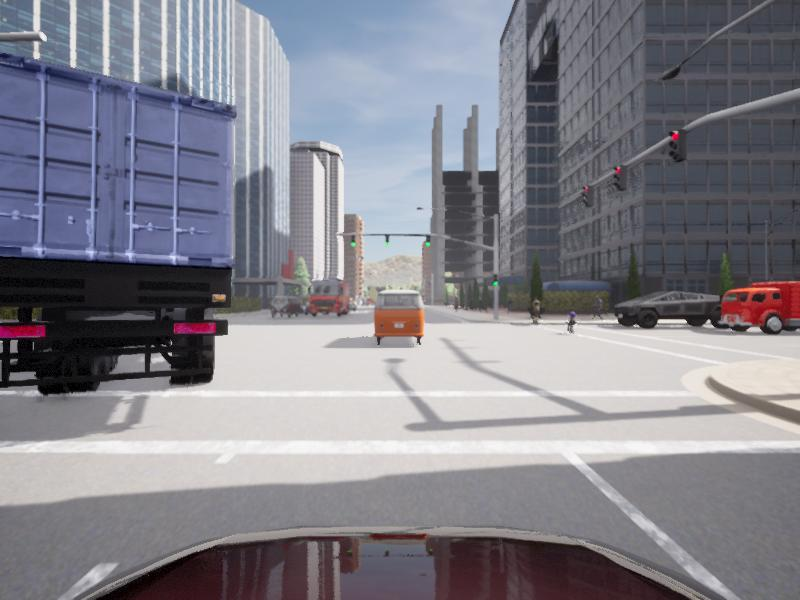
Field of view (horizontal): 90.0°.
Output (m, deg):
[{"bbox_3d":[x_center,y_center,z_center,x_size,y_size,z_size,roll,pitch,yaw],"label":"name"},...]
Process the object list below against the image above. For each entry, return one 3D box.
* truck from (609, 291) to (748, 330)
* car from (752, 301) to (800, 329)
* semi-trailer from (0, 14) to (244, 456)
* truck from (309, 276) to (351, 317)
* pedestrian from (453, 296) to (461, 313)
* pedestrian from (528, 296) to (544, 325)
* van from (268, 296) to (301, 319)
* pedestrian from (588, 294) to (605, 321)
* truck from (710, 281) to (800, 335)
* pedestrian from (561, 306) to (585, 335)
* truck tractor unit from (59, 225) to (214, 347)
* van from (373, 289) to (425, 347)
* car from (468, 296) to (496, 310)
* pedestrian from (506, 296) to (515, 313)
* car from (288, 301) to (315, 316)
[{"bbox_3d":[15.783,0.561,22.972,6.274,2.098,2.390,0,0,1],"label":"truck"},{"bbox_3d":[23.617,0.820,22.853,5.366,1.575,1.801,0,0,1],"label":"car"},{"bbox_3d":[-6.672,-0.618,10.647,2.717,4.402,14.254,1,-1,-29],"label":"semi-trailer"},{"bbox_3d":[-7.090,-0.287,41.539,2.891,3.827,8.468,0,0,0],"label":"truck"},{"bbox_3d":[6.206,0.521,43.877,0.751,1.860,0.751,0,0,0],"label":"pedestrian"},{"bbox_3d":[8.623,0.658,25.388,0.751,1.860,0.751,0,0,4],"label":"pedestrian"},{"bbox_3d":[-10.573,0.629,36.949,1.775,1.987,4.442,0,0,0],"label":"van"},{"bbox_3d":[13.523,0.507,27.496,0.751,1.860,0.751,0,0,-8],"label":"pedestrian"},{"bbox_3d":[18.695,0.373,19.435,5.204,2.467,2.627,0,0,0],"label":"truck"},{"bbox_3d":[8.067,0.935,18.703,0.751,1.300,0.751,0,0,-4],"label":"pedestrian"},{"bbox_3d":[-11.225,-0.507,16.904,6.516,4.208,3.053,0,0,33],"label":"truck tractor unit"},{"bbox_3d":[-0.033,0.613,15.981,1.775,1.987,4.442,0,0,0],"label":"van"},{"bbox_3d":[12.995,0.454,62.984,2.390,2.098,6.274,0,0,30],"label":"car"},{"bbox_3d":[12.492,0.519,45.404,0.751,1.860,0.751,0,0,-10],"label":"pedestrian"},{"bbox_3d":[-10.585,0.889,43.246,1.970,1.475,3.806,0,0,0],"label":"car"}]
